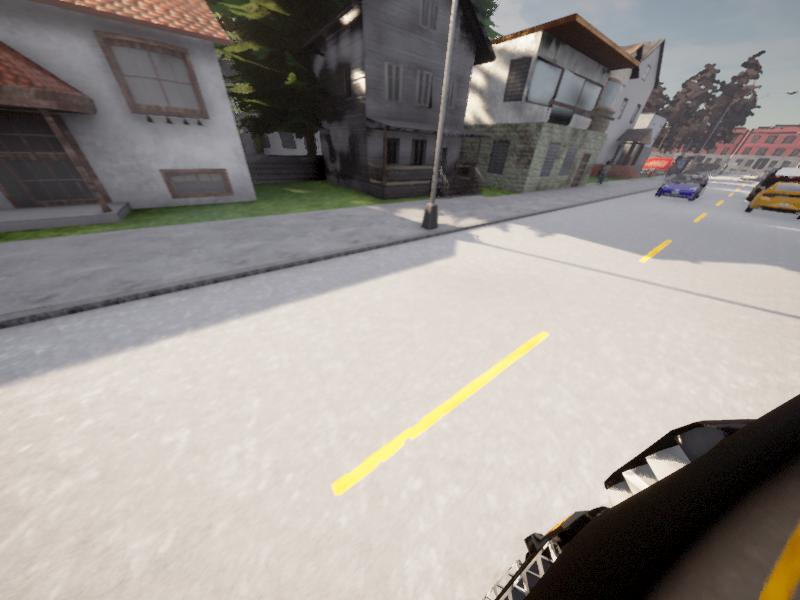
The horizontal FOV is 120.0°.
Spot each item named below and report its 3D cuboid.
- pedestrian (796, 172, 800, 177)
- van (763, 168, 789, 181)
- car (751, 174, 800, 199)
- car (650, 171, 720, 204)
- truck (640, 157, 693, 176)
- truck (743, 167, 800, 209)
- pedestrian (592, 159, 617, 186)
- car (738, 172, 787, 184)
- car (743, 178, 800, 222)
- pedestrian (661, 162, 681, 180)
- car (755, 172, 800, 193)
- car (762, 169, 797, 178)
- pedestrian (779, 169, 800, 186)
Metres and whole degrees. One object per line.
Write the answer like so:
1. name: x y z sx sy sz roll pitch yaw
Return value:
1. pedestrian: 92.357 -29.167 52.912 0.751 1.860 0.751 -26 43 -36
2. van: 71.394 -23.915 43.940 4.442 1.987 1.775 -20 40 -30
3. car: 32.949 -9.945 20.043 4.902 1.511 2.128 -20 40 -30
4. car: 19.335 -7.727 15.650 4.514 1.525 2.007 -20 40 -30
5. truck: 46.785 -23.582 40.667 2.627 2.467 5.204 -20 40 -30
6. truck: 26.690 -7.905 15.969 6.274 2.098 2.390 -20 40 -30
7. pedestrian: 16.799 -10.456 19.015 0.751 1.860 0.751 -25 43 -35
8. car: 57.074 -19.250 36.451 4.718 1.301 1.895 -1 34 -6
9. car: 20.623 -5.470 12.353 5.008 1.535 1.882 -20 40 -30
10. pedestrian: 32.875 -15.631 28.022 0.751 1.860 0.751 -22 41 -33
11. car: 38.408 -12.001 23.464 3.988 1.617 1.851 -19 40 -30
12. car: 93.117 -31.026 56.691 5.366 1.575 1.801 -1 34 -6
13. pedestrian: 50.769 -15.819 29.875 0.751 1.860 0.751 23 39 28
